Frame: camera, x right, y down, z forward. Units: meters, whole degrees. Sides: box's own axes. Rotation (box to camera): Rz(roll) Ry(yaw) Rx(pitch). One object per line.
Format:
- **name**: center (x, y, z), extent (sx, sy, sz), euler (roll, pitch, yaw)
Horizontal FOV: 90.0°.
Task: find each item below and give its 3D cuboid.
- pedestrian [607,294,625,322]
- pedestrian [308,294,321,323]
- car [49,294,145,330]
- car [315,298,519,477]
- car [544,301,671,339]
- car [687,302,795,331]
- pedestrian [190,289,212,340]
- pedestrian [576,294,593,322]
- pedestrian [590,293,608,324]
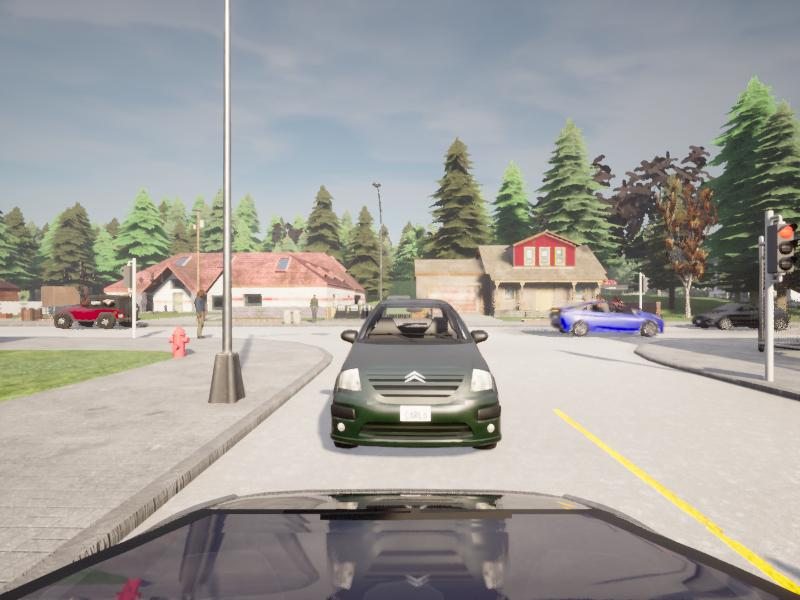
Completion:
- **pedestrian**: center (14.296, 0.533, 26.510), extent (0.751, 1.860, 0.751), euler (0, 0, -15)
- **pedestrian**: center (-5.507, 0.533, 25.747), extent (0.751, 1.860, 0.751), euler (0, 0, -13)
- **car**: center (-16.597, 0.647, 22.066), extent (3.866, 1.878, 1.905), euler (0, 0, 0)
- **car**: center (0.190, 0.788, 5.622), extent (1.851, 1.617, 3.988), euler (0, 0, 1)
- **car**: center (8.935, 0.828, 17.514), extent (4.514, 1.525, 2.007), euler (0, 0, 1)
- **car**: center (18.033, 0.854, 21.315), extent (4.193, 1.474, 1.816), euler (0, 0, 1)
- **pedestrian**: center (-7.594, 0.534, 15.250), extent (0.751, 1.860, 0.751), euler (0, 0, -28)
- **pedestrian**: center (12.254, 0.533, 26.610), extent (0.751, 1.860, 0.751), euler (0, 0, -3)
- **pedestrian**: center (12.316, 0.533, 24.789), extent (0.751, 1.860, 0.751), euler (0, 0, 1)
